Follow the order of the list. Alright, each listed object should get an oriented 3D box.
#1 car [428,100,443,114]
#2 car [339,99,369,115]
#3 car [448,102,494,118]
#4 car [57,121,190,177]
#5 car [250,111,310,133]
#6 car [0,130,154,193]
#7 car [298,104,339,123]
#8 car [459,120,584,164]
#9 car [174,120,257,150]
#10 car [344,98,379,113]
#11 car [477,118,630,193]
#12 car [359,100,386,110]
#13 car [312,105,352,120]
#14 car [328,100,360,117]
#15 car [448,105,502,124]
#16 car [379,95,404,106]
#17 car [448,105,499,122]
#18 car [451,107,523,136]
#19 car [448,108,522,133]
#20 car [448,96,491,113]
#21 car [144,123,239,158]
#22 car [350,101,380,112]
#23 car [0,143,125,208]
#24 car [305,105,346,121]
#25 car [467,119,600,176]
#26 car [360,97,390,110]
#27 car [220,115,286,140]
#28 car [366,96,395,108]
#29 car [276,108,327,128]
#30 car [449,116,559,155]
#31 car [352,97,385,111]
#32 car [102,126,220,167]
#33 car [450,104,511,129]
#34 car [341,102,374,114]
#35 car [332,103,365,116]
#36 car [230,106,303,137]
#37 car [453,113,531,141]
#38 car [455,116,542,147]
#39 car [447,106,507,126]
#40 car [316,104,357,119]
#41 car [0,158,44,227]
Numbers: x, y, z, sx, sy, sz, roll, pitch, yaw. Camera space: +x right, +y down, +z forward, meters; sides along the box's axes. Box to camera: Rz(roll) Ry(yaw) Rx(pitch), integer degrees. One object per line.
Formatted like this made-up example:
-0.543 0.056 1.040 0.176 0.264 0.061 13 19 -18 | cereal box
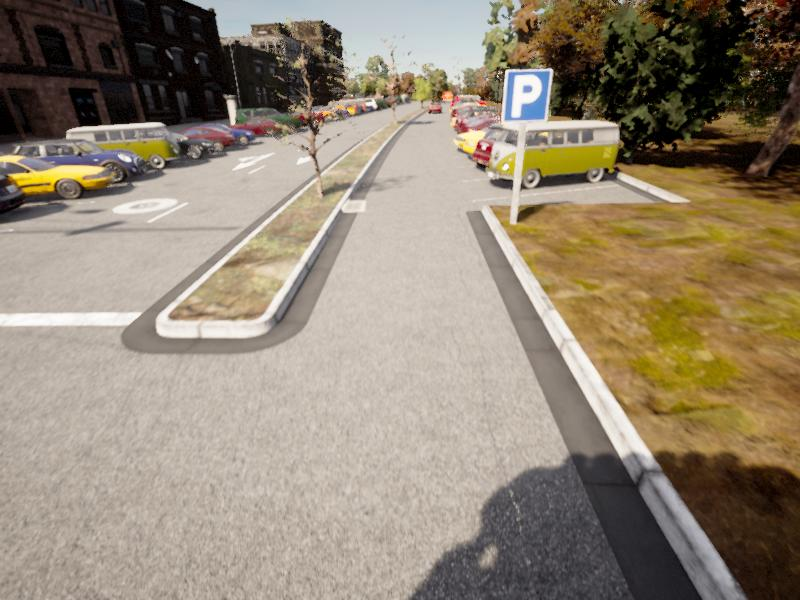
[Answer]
5.263 -28.522 59.090 1.851 1.617 3.988 2 28 8 | car
-7.395 -30.907 63.976 4.442 1.987 1.878 -8 28 -10 | car
8.466 -22.735 47.903 5.008 1.535 2.097 -7 28 -11 | car
-12.680 -7.175 18.804 4.442 1.987 1.878 -10 28 -14 | car
-11.187 -16.746 37.554 5.008 1.535 2.097 -9 28 -12 | car
-12.973 -5.662 16.141 4.553 1.767 2.185 -10 28 -14 | car
-9.852 -22.445 48.127 4.553 1.767 2.185 -8 28 -11 | car
5.757 -7.668 19.226 5.366 1.575 1.946 -8 28 -14 | car
-12.204 -11.116 26.908 4.674 1.452 2.002 -10 28 -13 | car
-6.703 -33.682 69.201 5.566 2.045 2.435 -8 28 -10 | car
5.167 -5.074 13.806 4.442 1.987 1.878 -9 29 -15 | car
-5.390 -37.607 77.246 4.792 1.488 2.163 -8 28 -10 | car
-9.129 -25.124 53.492 5.008 1.535 2.097 -8 28 -10 | car
-8.218 -28.125 58.696 4.442 1.987 1.878 -8 28 -10 | car
7.446 -18.588 40.088 4.792 1.488 2.163 -7 29 -12 | car
-2.066 -48.975 98.194 5.566 2.045 2.435 -8 28 -9 | car
7.824 -19.972 42.716 4.792 1.488 2.163 -7 28 -12 | car
6.354 -13.239 29.582 4.553 1.767 2.185 -8 28 -13 | car
6.811 -14.532 32.300 5.366 1.575 1.946 -8 28 -13 | car
10.029 -28.452 58.210 5.566 2.045 2.435 -6 28 -10 | car
-12.407 -9.716 24.235 4.674 1.452 2.002 -10 29 -14 | car
-6.254 -34.853 71.959 5.008 1.535 2.097 -8 28 -10 | car
-12.899 -4.191 13.578 5.366 1.575 1.946 -10 28 -15 | car
-9.490 -23.728 50.840 4.892 1.521 2.231 -8 28 -10 | car
5.386 -6.373 16.497 4.553 1.767 2.185 -9 28 -15 | car
-4.987 -39.245 79.752 5.566 2.045 2.435 -8 28 -10 | car
-11.723 -13.912 32.238 4.674 1.452 2.002 -9 28 -13 | car
-4.151 -42.021 85.021 5.566 2.045 2.435 -8 28 -10 | car
-10.557 -19.539 42.870 5.008 1.535 2.097 -9 28 -11 | car
5.580 -8.987 21.749 5.366 1.575 1.946 -8 29 -14 | car
-5.872 -36.457 74.466 5.566 2.045 2.435 -8 28 -10 | car
-12.613 -8.352 21.550 4.892 1.521 2.231 -10 28 -14 | car
6.926 -15.990 34.813 4.553 1.767 2.185 -7 29 -12 | car
-7.086 -32.078 66.693 5.008 1.535 2.097 -8 28 -10 | car
-7.940 -29.267 61.424 4.792 1.488 2.163 -8 28 -10 | car
-11.448 -15.577 34.783 5.566 2.045 2.435 -9 28 -12 | car
6.155 -11.723 27.050 4.674 1.452 2.002 -8 28 -13 | car
5.947 -10.350 24.435 4.674 1.452 2.002 -8 28 -14 | car
7.170 -17.249 37.479 5.008 1.535 2.097 -7 28 -12 | car
-8.906 -26.491 56.096 5.366 1.575 1.946 -8 28 -10 | car
-13.375 -2.745 10.922 4.792 1.488 2.163 -10 29 -15 | car
